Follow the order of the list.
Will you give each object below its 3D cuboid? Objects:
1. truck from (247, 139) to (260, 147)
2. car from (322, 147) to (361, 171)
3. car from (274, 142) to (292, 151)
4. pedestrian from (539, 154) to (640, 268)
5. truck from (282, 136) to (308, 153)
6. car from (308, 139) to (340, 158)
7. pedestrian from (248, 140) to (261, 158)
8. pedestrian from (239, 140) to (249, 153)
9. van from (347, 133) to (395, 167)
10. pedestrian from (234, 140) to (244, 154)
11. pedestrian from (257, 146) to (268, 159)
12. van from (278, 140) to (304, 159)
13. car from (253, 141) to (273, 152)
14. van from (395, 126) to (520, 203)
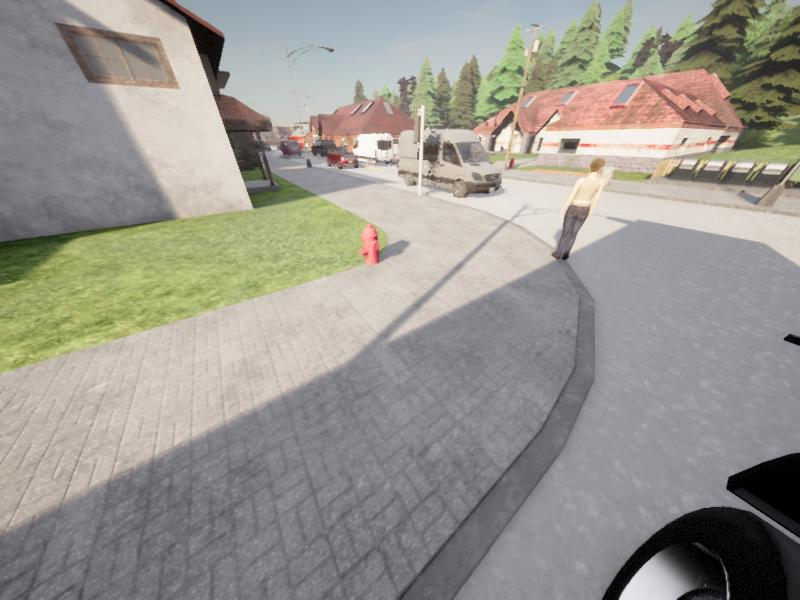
[{"bbox_3d":[-49.567,-53.099,78.085,2.390,2.098,6.274,-22,41,-28],"label":"truck"},{"bbox_3d":[-5.157,-12.515,20.352,1.789,1.549,3.705,-22,40,-28],"label":"car"},{"bbox_3d":[-24.872,-32.654,49.081,2.038,1.542,4.974,-21,40,-27],"label":"car"},{"bbox_3d":[3.417,-1.664,4.409,0.751,1.860,0.751,14,37,19],"label":"pedestrian"},{"bbox_3d":[-19.130,-28.398,42.169,2.627,2.467,5.204,-22,40,-27],"label":"truck"},{"bbox_3d":[-10.705,-21.270,32.384,2.150,2.045,5.566,-22,41,-28],"label":"car"},{"bbox_3d":[-18.423,-19.065,29.250,0.751,1.860,0.751,-24,42,-30],"label":"pedestrian"},{"bbox_3d":[-26.558,-26.123,39.321,0.751,1.860,0.751,-21,40,-27],"label":"pedestrian"},{"bbox_3d":[-2.973,-15.119,23.176,1.988,2.561,5.915,-22,41,-27],"label":"van"},{"bbox_3d":[-26.962,-25.643,38.643,0.751,1.860,0.751,-17,39,-23],"label":"pedestrian"},{"bbox_3d":[-17.086,-18.326,28.677,0.751,1.300,0.751,-16,38,-21],"label":"pedestrian"},{"bbox_3d":[-14.988,-20.772,31.762,1.775,1.987,4.442,-22,40,-28],"label":"van"},{"bbox_3d":[-27.635,-30.963,46.583,2.242,1.667,4.611,-23,41,-28],"label":"car"},{"bbox_3d":[2.250,-6.827,11.373,1.988,2.561,5.915,-22,41,-28],"label":"van"}]
